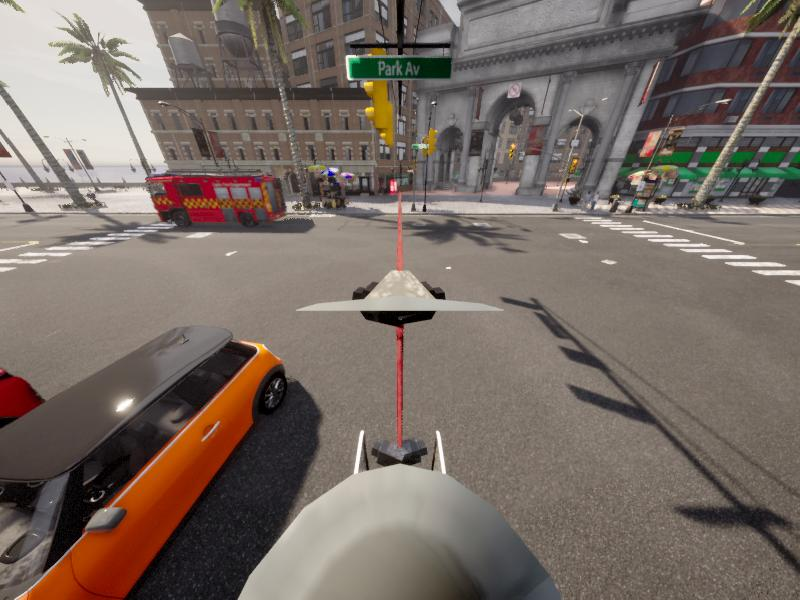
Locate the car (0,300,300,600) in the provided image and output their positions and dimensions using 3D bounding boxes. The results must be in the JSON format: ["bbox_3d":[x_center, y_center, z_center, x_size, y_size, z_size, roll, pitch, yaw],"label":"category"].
[{"bbox_3d":[-3.582,1.982,2.778,2.097,1.767,4.553,5,30,8],"label":"car"}]

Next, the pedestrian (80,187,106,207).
[{"bbox_3d":[-33.776,-11.344,25.441,0.751,1.860,0.751,2,30,4],"label":"pedestrian"}]

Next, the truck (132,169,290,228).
[{"bbox_3d":[-13.715,-7.789,17.672,8.468,3.827,2.891,0,30,1],"label":"truck"}]

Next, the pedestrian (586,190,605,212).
[{"bbox_3d":[18.794,-9.516,22.275,0.751,1.860,0.751,15,33,25],"label":"pedestrian"}]

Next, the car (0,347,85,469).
[{"bbox_3d":[-7.280,2.477,2.190,2.007,1.525,4.514,4,30,7],"label":"car"}]

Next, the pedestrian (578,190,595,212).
[{"bbox_3d":[18.049,-9.579,22.383,0.751,1.860,0.751,18,35,28],"label":"pedestrian"}]

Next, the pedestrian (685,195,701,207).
[{"bbox_3d":[32.227,-10.896,25.425,0.500,1.100,0.500,2,30,3],"label":"pedestrian"}]
